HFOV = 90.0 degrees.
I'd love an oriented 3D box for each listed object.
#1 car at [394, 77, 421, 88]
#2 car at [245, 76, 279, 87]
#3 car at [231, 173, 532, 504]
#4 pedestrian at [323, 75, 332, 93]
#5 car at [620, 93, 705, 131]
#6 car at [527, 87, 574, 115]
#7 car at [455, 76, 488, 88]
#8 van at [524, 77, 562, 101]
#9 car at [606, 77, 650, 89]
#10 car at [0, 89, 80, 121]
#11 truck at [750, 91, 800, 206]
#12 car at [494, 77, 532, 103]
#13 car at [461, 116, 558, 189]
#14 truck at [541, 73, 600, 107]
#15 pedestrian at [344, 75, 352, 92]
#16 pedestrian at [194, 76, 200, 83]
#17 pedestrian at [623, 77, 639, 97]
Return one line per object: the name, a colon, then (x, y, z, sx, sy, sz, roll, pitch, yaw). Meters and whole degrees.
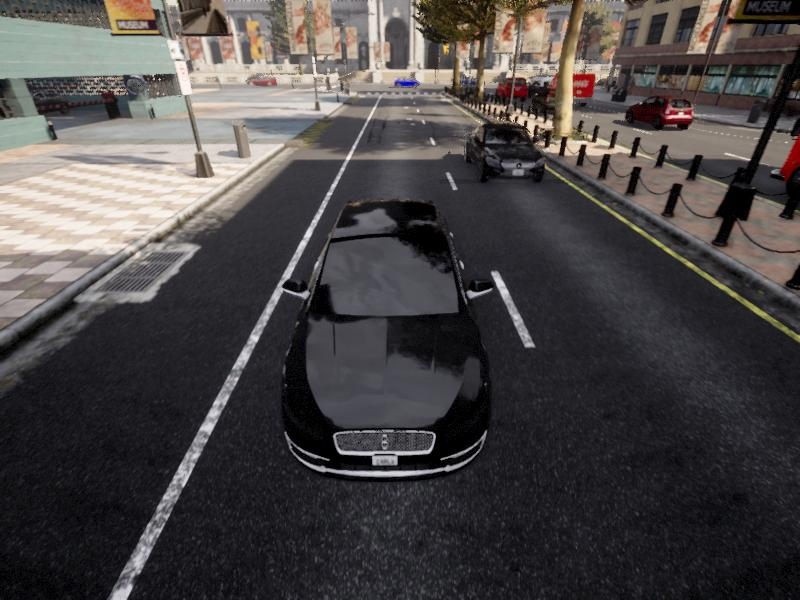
car: (1.173, -34.387, 63.251, 4.193, 1.474, 1.816, 0, 30, 0)
car: (-22.808, -36.124, 66.202, 4.792, 1.488, 2.163, 0, 30, 0)
car: (-0.129, -0.248, 4.938, 1.837, 1.490, 4.892, 0, 30, 0)
pedestrian: (-8.824, -26.420, 48.914, 0.751, 1.860, 0.751, 5, 31, 9)
car: (14.821, -10.839, 22.927, 1.851, 1.617, 3.988, -2, 30, -4)
car: (11.167, -14.972, 29.982, 1.851, 1.617, 3.988, 0, 30, 0)
car: (11.243, -34.467, 63.238, 4.856, 1.649, 2.033, 0, 30, 0)
van: (14.572, -21.683, 41.017, 2.069, 2.038, 4.480, 0, 30, 0)
car: (34.284, -32.722, 60.286, 5.238, 1.638, 1.930, 0, 30, 0)
car: (-23.753, -12.675, 25.883, 2.128, 1.511, 4.902, 0, 30, -1)
truck: (11.342, -2.941, 8.581, 2.627, 2.467, 5.204, 0, 30, 0)
car: (11.061, -20.871, 39.622, 2.150, 2.045, 5.566, 1, 30, 1)
car: (3.275, -4.937, 12.996, 1.812, 1.442, 4.674, 0, 30, 0)
truck: (14.619, -18.285, 34.763, 2.627, 2.467, 5.204, 0, 29, 0)
pedestrian: (-6.516, -27.246, 50.326, 0.751, 1.860, 0.751, -1, 30, -1)
pedestrian: (-38.219, -41.478, 75.354, 0.500, 1.100, 0.500, 4, 31, 7)
pedestrian: (24.303, -22.395, 42.073, 0.751, 1.860, 0.751, -2, 30, -4)
